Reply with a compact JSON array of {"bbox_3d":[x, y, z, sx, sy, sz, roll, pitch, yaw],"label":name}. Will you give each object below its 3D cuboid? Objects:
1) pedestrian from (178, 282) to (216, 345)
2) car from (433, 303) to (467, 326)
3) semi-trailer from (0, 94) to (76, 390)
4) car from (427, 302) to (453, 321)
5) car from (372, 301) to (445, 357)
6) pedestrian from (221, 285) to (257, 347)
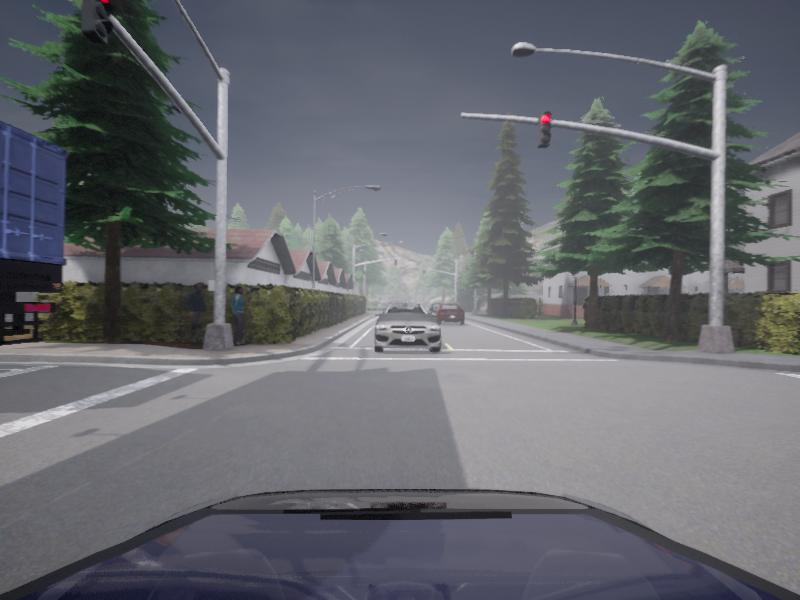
[{"bbox_3d":[-6.326,0.398,12.462,0.751,1.860,0.751,1,0,32],"label":"pedestrian"},{"bbox_3d":[3.592,1.003,29.745,1.882,1.535,5.008,1,0,0],"label":"car"},{"bbox_3d":[-13.098,-0.957,5.967,14.254,4.402,2.717,1,0,0],"label":"semi-trailer"},{"bbox_3d":[3.608,1.017,37.128,1.882,1.535,5.008,1,0,0],"label":"car"},{"bbox_3d":[0.184,0.874,14.576,2.152,1.651,5.027,1,0,-2],"label":"car"},{"bbox_3d":[-5.037,0.486,12.547,0.751,1.860,0.751,1,0,11],"label":"pedestrian"}]
